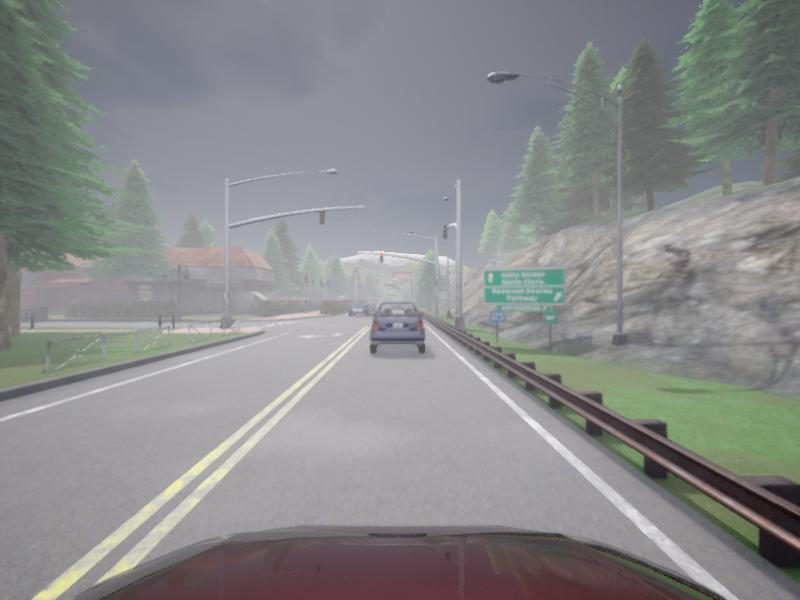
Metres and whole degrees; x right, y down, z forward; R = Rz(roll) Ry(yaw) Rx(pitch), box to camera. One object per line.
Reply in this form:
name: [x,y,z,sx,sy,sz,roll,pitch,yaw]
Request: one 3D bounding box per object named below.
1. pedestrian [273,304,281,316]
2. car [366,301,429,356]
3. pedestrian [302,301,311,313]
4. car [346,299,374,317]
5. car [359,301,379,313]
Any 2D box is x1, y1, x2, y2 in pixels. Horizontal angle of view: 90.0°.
pedestrian: [-11.416,0.928,37.209,0.500,1.100,0.500,0,0,40]
car: [-0.080,0.815,13.192,1.789,1.549,3.705,0,0,0]
pedestrian: [-10.039,0.764,42.852,0.751,1.300,0.751,0,0,-1]
car: [-3.815,0.779,39.067,2.033,1.649,4.856,0,0,2]
car: [-3.812,0.834,50.299,2.128,1.511,4.902,0,0,0]
